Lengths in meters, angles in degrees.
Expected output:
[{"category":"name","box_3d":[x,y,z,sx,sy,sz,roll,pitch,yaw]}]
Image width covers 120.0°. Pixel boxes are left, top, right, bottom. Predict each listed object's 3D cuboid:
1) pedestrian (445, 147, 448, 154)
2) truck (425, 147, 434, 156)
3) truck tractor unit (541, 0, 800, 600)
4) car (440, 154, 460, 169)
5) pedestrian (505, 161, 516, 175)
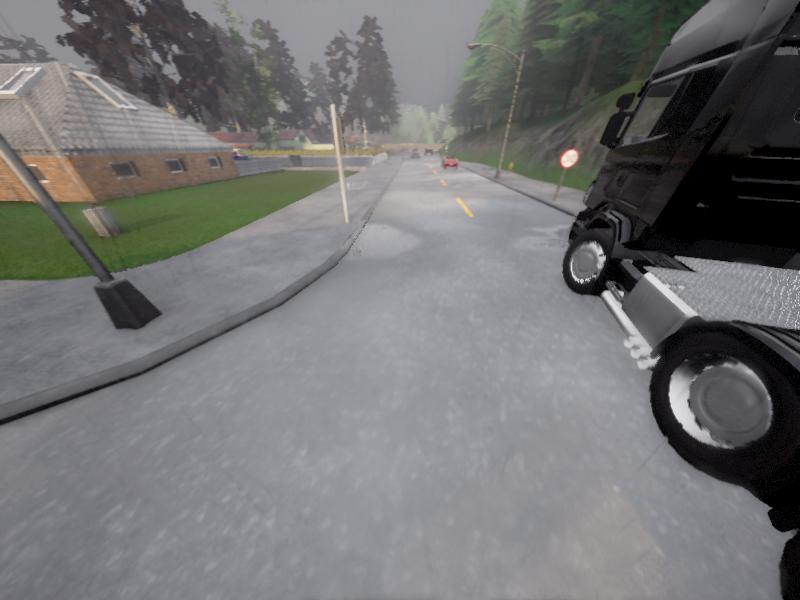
[{"category":"pedestrian","box_3d":[13.747,-44.370,68.551,0.751,1.860,0.751,2,34,3]},{"category":"truck","box_3d":[8.917,-45.681,70.892,2.390,2.098,6.274,2,34,3]},{"category":"truck tractor unit","box_3d":[4.033,-0.774,1.548,3.053,4.208,6.516,11,35,13]},{"category":"car","box_3d":[6.168,-17.288,28.793,1.845,1.501,3.633,2,34,3]},{"category":"pedestrian","box_3d":[10.128,-12.111,21.148,0.500,1.100,0.500,1,34,1]}]
